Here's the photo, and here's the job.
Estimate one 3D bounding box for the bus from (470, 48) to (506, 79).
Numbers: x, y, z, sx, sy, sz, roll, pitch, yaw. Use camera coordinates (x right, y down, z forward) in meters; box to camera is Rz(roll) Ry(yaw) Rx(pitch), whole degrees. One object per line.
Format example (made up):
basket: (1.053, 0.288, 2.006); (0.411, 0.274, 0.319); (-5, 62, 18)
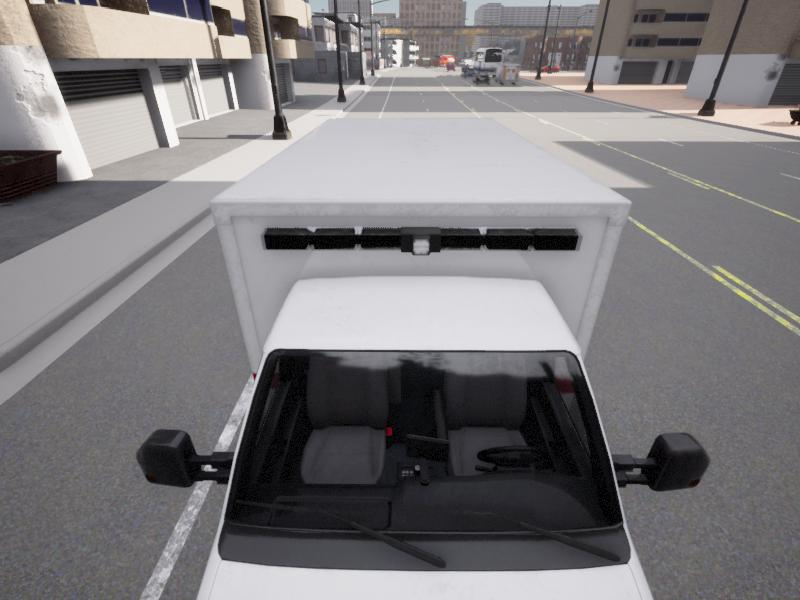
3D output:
bus: (14.694, -40.327, 67.953); (3.944, 4.253, 10.273); (0, 32, 0)

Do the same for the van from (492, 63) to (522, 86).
van: (14.676, -31.352, 55.423); (2.351, 2.431, 6.366); (0, 32, 0)

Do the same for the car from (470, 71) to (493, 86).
car: (11.168, -30.579, 55.134); (2.128, 1.511, 4.902); (0, 32, 0)

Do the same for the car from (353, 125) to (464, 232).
car: (0.187, -3.330, 10.225); (2.128, 1.511, 4.902); (0, 30, 0)

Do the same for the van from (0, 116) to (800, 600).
van: (0.115, 0.012, 3.605); (2.351, 2.431, 6.366); (0, 30, 0)

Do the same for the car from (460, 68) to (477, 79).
car: (11.290, -37.589, 66.264); (2.033, 1.411, 5.357); (0, 32, 0)

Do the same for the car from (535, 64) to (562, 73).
car: (31.652, -49.448, 85.454); (4.611, 1.667, 2.242); (1, 31, 2)
